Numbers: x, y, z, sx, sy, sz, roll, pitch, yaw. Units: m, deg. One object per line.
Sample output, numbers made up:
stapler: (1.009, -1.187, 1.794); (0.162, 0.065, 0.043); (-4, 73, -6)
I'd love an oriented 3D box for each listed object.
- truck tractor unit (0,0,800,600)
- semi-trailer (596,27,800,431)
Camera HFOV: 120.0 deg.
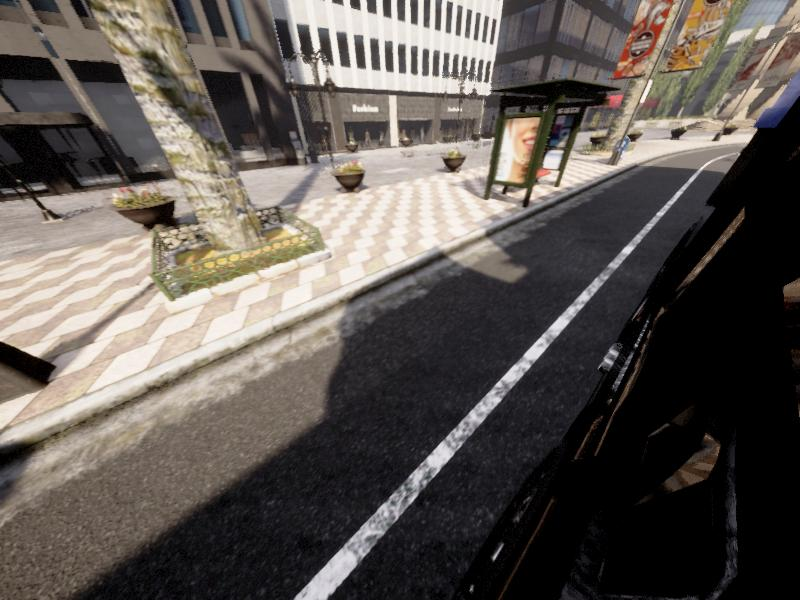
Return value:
truck tractor unit: (2.645, -0.295, 0.351); (6.516, 4.208, 3.053); (-28, 44, -30)
semi-trailer: (8.792, -3.524, 4.155); (14.254, 4.402, 2.717); (-27, 43, -29)
